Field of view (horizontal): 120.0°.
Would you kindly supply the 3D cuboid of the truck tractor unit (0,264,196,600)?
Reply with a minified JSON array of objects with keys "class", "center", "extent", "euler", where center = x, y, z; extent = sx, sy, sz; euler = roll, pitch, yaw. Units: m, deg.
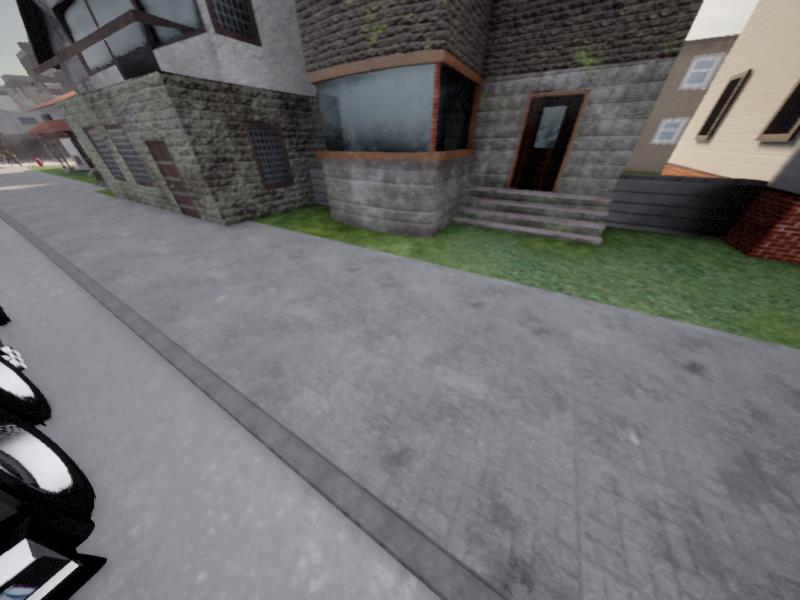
[{"class":"truck tractor unit","center":[-5.110,-0.301,0.787],"extent":[6.516,4.208,3.053],"euler":[18,39,24]}]
